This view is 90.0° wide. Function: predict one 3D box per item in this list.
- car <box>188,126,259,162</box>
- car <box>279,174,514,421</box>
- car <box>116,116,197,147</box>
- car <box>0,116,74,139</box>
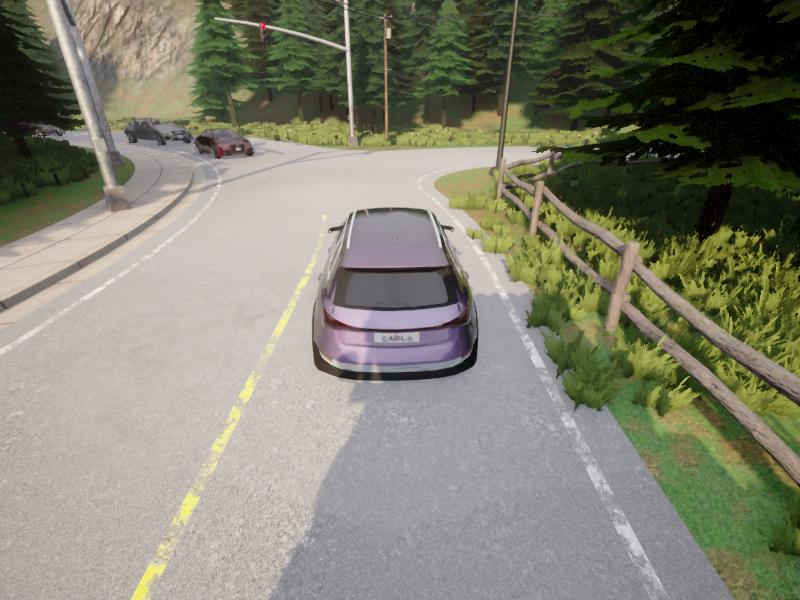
[{"bbox_3d":[-9.740,-8.664,21.996,1.994,1.385,4.181,-23,35,-37],"label":"car"},{"bbox_3d":[-0.114,-0.594,5.995,2.033,1.649,4.856,-1,27,-2],"label":"car"},{"bbox_3d":[-16.758,-11.649,27.536,5.027,1.651,2.152,14,31,26],"label":"car"},{"bbox_3d":[-28.956,-13.512,31.286,4.902,1.511,2.128,2,27,4],"label":"car"}]
